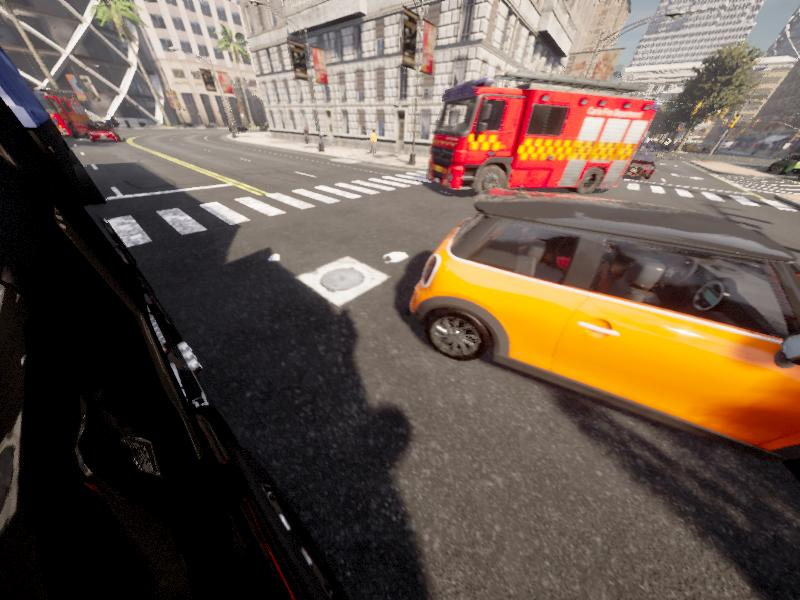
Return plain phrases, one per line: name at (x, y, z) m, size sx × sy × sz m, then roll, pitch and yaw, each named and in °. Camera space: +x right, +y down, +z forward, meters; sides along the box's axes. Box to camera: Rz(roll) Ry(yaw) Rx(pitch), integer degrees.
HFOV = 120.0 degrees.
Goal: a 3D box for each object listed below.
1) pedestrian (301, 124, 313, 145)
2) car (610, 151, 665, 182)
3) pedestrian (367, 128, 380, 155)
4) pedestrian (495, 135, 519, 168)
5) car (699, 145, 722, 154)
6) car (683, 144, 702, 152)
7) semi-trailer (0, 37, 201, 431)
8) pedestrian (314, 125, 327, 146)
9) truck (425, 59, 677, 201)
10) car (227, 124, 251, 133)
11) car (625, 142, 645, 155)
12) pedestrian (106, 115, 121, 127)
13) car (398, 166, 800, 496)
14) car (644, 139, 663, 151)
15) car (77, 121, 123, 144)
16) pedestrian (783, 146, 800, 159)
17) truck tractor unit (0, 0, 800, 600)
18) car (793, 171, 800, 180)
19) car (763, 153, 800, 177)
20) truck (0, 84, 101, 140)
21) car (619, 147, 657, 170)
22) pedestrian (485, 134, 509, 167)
pedestrian at (-10.613, -18.874, 26.368) m, size 0.751 × 1.860 × 0.751 m, roll -26°, pitch 46°, yaw -33°
car at (16.342, -9.311, 15.966) m, size 1.994 × 1.385 × 4.181 m, roll 28°, pitch 44°, yaw 30°
pedestrian at (-2.219, -13.402, 19.577) m, size 0.751 × 1.860 × 0.751 m, roll 21°, pitch 40°, yaw 22°
pedestrian at (7.372, -10.260, 15.972) m, size 0.751 × 1.860 × 0.751 m, roll -7°, pitch 38°, yaw -13°
car at (76.821, -37.389, 57.249) m, size 2.152 × 1.651 × 5.027 m, roll 28°, pitch 43°, yaw 29°
car at (72.559, -37.783, 57.351) m, size 1.801 × 1.575 × 5.366 m, roll 28°, pitch 43°, yaw 29°
semi-trailer at (-8.666, -3.622, 4.266) m, size 14.254 × 4.402 × 2.717 m, roll 29°, pitch 44°, yaw 30°
pedestrian at (-8.826, -18.319, 25.738) m, size 0.751 × 1.860 × 0.751 m, roll 30°, pitch 45°, yaw 32°
truck at (5.716, -6.729, 9.805) m, size 8.468 × 3.827 × 2.891 m, roll -8°, pitch 38°, yaw -13°
car at (-34.116, -36.443, 49.093) m, size 1.994 × 1.385 × 4.181 m, roll 4°, pitch 37°, yaw 2°
car at (40.889, -26.488, 40.300) m, size 1.882 × 1.535 × 5.008 m, roll 28°, pitch 44°, yaw 29°
pedestrian at (-53.285, -33.323, 43.031) m, size 0.751 × 1.860 × 0.751 m, roll 2°, pitch 37°, yaw -1°
car at (2.510, -0.085, 2.429) m, size 4.553 × 1.767 × 2.097 m, roll 18°, pitch 39°, yaw 20°
car at (60.753, -37.269, 55.514) m, size 2.150 × 2.045 × 5.566 m, roll 28°, pitch 43°, yaw 29°
car at (-28.057, -15.807, 21.762) m, size 2.007 × 1.525 × 4.514 m, roll -28°, pitch 46°, yaw -34°
pedestrian at (72.927, -27.430, 42.980) m, size 0.751 × 1.860 × 0.751 m, roll 31°, pitch 45°, yaw 32°
truck tractor unit at (-2.645, -0.295, 0.351) m, size 6.516 × 4.208 × 3.053 m, roll 28°, pitch 44°, yaw 30°
car at (32.086, -9.494, 17.032) m, size 1.789 × 1.549 × 3.705 m, roll 28°, pitch 44°, yaw 29°
car at (36.005, -12.230, 20.954) m, size 2.007 × 1.525 × 4.514 m, roll 28°, pitch 43°, yaw 29°
truck at (-35.322, -18.958, 23.604) m, size 2.891 × 3.827 × 8.468 m, roll -20°, pitch 42°, yaw -27°
car at (22.233, -13.427, 21.728) m, size 1.837 × 1.490 × 4.892 m, roll 28°, pitch 43°, yaw 29°
pedestrian at (6.795, -10.475, 16.223) m, size 0.751 × 1.860 × 0.751 m, roll -15°, pitch 40°, yaw -22°
